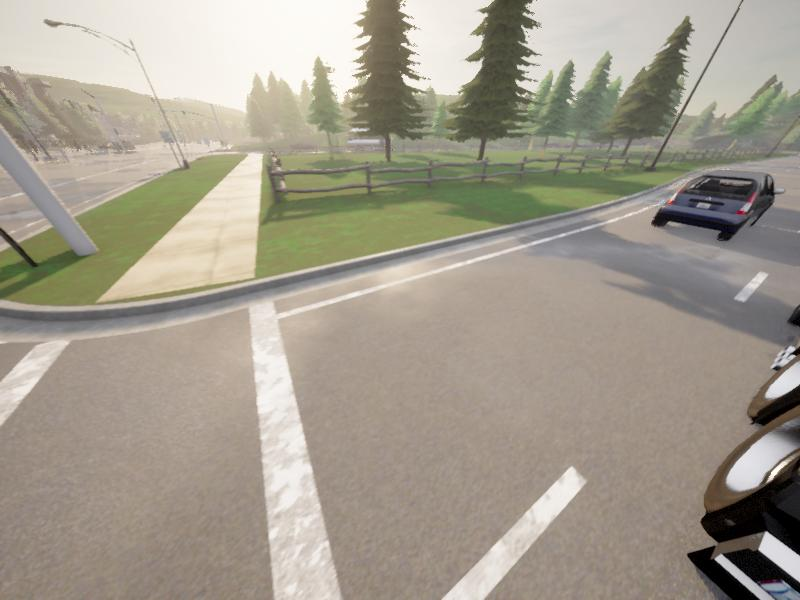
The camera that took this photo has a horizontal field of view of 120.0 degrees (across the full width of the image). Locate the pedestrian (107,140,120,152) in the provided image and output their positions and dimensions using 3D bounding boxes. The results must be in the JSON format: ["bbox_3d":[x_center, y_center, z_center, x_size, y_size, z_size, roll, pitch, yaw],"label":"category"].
[{"bbox_3d":[-55.715,-29.947,44.871,0.751,1.860,0.751,-22,40,-28],"label":"pedestrian"}]

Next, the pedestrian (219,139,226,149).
[{"bbox_3d":[-44.312,-39.004,57.745,0.751,1.860,0.751,-13,37,-19],"label":"pedestrian"}]

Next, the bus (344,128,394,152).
[{"bbox_3d":[-6.884,-36.623,52.952,10.273,4.253,3.944,-18,39,-24],"label":"bus"}]

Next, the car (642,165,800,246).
[{"bbox_3d":[10.083,-3.130,7.229,3.988,1.617,1.851,-18,39,-24],"label":"car"}]

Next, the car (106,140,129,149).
[{"bbox_3d":[-70.184,-38.778,57.536,2.097,1.767,4.553,-18,39,-25],"label":"car"}]

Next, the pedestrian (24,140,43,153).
[{"bbox_3d":[-63.611,-26.713,40.130,0.751,1.860,0.751,-12,37,-18],"label":"pedestrian"}]

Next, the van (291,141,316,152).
[{"bbox_3d":[-20.940,-33.557,50.373,4.442,1.987,1.775,-18,39,-24],"label":"van"}]

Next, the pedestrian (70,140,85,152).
[{"bbox_3d":[-60.096,-28.701,43.030,0.751,1.860,0.751,-22,41,-29],"label":"pedestrian"}]

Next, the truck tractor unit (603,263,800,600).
[{"bbox_3d":[5.110,-0.298,0.799,6.516,4.208,3.053,-18,38,-24],"label":"truck tractor unit"}]
